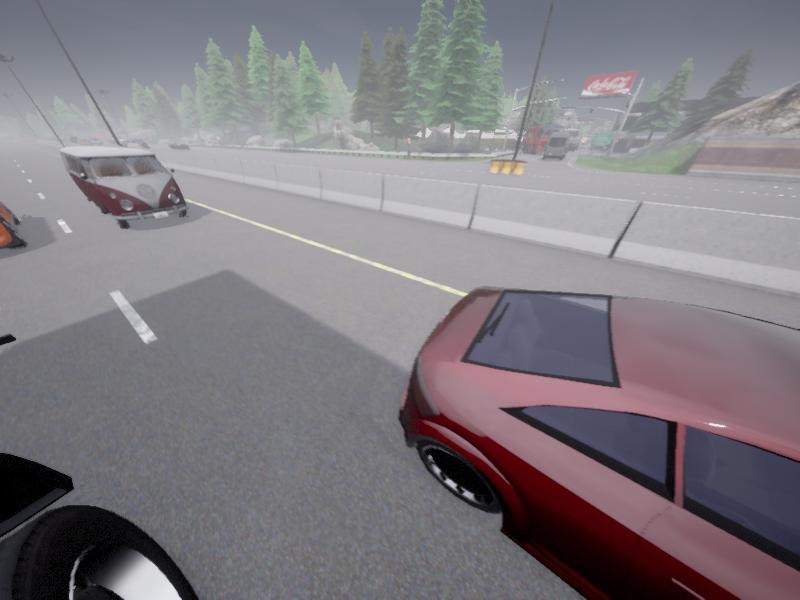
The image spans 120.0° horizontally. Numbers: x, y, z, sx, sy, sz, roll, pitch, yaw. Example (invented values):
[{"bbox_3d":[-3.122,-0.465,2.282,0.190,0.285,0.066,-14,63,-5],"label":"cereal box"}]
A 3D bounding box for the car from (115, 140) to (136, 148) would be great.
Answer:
[{"bbox_3d":[-60.915,-34.609,51.244,3.806,1.475,1.970,22,41,28],"label":"car"}]

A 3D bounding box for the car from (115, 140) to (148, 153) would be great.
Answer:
[{"bbox_3d":[-44.756,-25.642,38.472,5.027,1.651,2.152,22,41,28],"label":"car"}]

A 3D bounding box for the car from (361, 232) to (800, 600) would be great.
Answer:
[{"bbox_3d":[2.066,0.963,1.373,4.181,1.385,1.994,22,41,28],"label":"car"}]

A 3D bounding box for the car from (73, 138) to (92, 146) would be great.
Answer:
[{"bbox_3d":[-82.097,-40.823,59.739,5.366,1.575,1.801,22,41,28],"label":"car"}]

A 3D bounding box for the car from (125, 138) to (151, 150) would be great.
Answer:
[{"bbox_3d":[-52.815,-31.465,46.513,4.553,1.767,2.097,22,41,28],"label":"car"}]

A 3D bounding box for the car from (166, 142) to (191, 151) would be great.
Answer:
[{"bbox_3d":[-42.293,-29.432,44.150,4.718,1.301,1.895,22,41,28],"label":"car"}]

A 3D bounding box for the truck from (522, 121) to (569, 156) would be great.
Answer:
[{"bbox_3d":[21.324,-24.134,34.700,2.891,3.827,8.468,7,35,10],"label":"truck"}]

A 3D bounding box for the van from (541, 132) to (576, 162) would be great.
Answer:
[{"bbox_3d":[18.223,-17.594,26.472,1.988,2.561,5.915,22,41,28],"label":"van"}]

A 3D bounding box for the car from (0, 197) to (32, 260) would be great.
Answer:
[{"bbox_3d":[-10.923,-2.050,5.163,4.553,1.767,2.097,22,41,28],"label":"car"}]

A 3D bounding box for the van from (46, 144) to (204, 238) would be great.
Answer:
[{"bbox_3d":[-8.653,-3.669,7.305,4.442,1.987,1.775,23,41,28],"label":"van"}]
